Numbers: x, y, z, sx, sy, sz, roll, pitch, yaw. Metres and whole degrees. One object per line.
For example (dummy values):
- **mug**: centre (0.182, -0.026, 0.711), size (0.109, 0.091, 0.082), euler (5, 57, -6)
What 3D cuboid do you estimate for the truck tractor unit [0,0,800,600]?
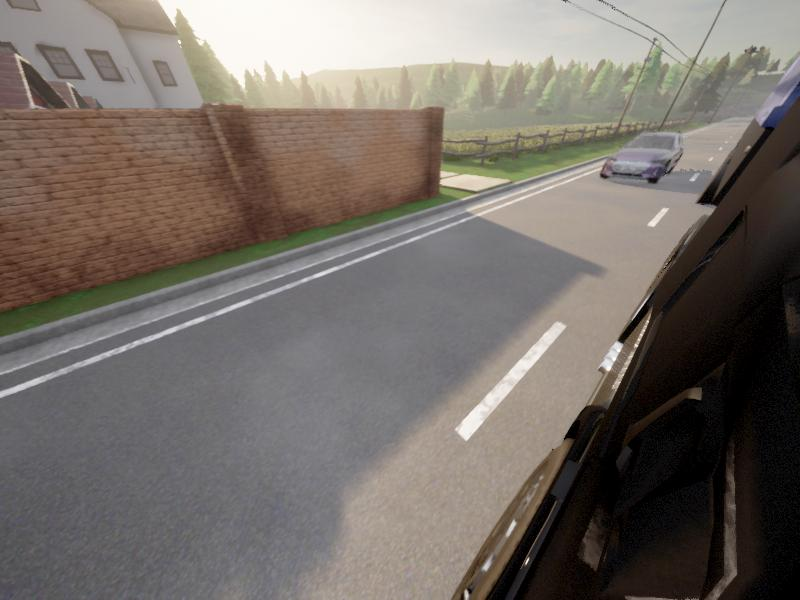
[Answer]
- **truck tractor unit**: centre (2.645, -0.295, 0.352), size (6.516, 4.208, 3.053), euler (-28, 44, -30)

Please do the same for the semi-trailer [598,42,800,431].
- **semi-trailer**: centre (8.695, -3.606, 4.233), size (14.254, 4.402, 2.717), euler (-28, 44, -30)

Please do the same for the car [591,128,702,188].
- **car**: centre (10.654, -6.258, 9.958), size (4.856, 1.649, 2.033), euler (-28, 44, -30)
